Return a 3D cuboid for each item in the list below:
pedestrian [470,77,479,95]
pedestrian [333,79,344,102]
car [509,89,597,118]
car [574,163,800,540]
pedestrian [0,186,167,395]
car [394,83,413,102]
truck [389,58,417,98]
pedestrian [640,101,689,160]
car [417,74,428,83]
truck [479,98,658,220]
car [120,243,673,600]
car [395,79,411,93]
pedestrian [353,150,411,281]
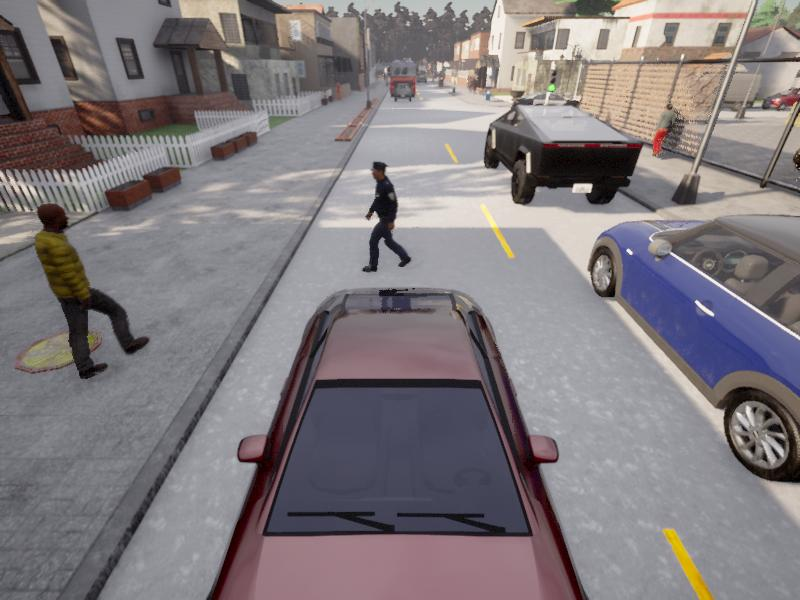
[{"bbox_3d":[8.562,-24.648,46.091,0.751,1.860,0.751,1,30,1],"label":"pedestrian"},{"bbox_3d":[-5.697,-19.413,37.147,0.751,1.860,0.751,1,30,2],"label":"pedestrian"},{"bbox_3d":[10.512,-13.773,27.963,5.238,1.638,1.930,2,30,4],"label":"car"},{"bbox_3d":[4.021,-0.131,4.461,2.097,1.767,4.553,0,30,0],"label":"car"},{"bbox_3d":[-3.227,-0.086,4.063,0.751,1.860,0.751,16,34,25],"label":"pedestrian"},{"bbox_3d":[0.314,-20.958,40.351,1.789,1.549,3.705,0,30,0],"label":"car"},{"bbox_3d":[0.356,-26.113,46.925,2.891,3.827,8.468,0,30,0],"label":"truck"},{"bbox_3d":[9.370,-6.028,14.236,0.751,1.860,0.751,3,30,5],"label":"pedestrian"},{"bbox_3d":[4.650,-46.380,83.888,2.038,1.542,4.974,0,30,0],"label":"car"},{"bbox_3d":[4.068,-4.335,11.354,2.390,2.098,6.274,0,30,0],"label":"truck"},{"bbox_3d":[-0.012,1.025,2.929,1.994,1.385,4.181,0,30,0],"label":"car"},{"bbox_3d":[0.419,-29.393,54.861,2.163,1.488,4.792,0,30,0],"label":"car"},{"bbox_3d":[-0.290,-1.338,6.413,0.751,1.860,0.751,-6,31,-10],"label":"pedestrian"}]
